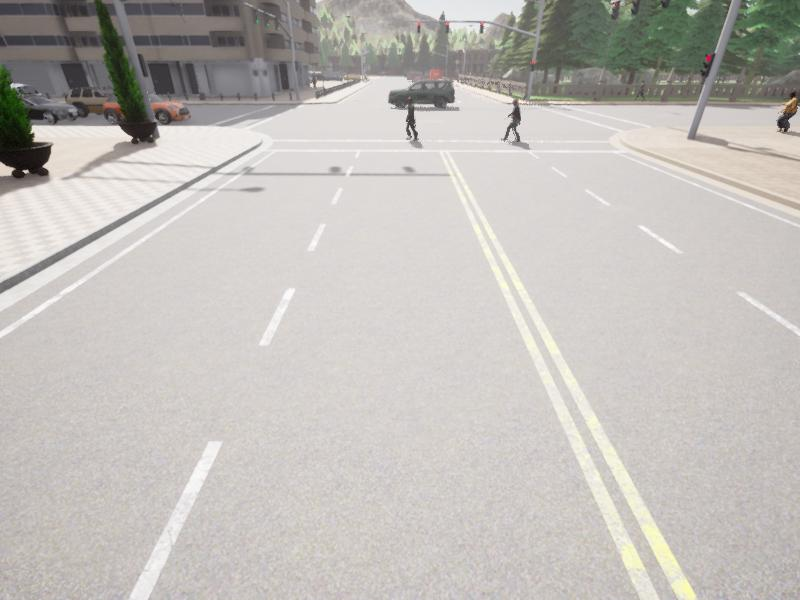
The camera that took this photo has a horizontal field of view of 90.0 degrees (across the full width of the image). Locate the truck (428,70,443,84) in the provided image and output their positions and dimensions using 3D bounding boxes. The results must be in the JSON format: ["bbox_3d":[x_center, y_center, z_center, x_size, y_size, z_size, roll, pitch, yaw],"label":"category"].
[{"bbox_3d":[7.240,-45.647,81.787,2.627,2.467,5.204,0,30,0],"label":"truck"}]

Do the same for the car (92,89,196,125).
[{"bbox_3d":[-15.243,-11.626,24.058,4.553,1.767,2.097,0,30,1],"label":"car"}]

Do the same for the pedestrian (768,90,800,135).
[{"bbox_3d":[18.450,-8.930,19.017,0.751,1.860,0.751,17,34,26],"label":"pedestrian"}]

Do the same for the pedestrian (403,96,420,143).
[{"bbox_3d":[0.512,-8.171,18.112,0.751,1.860,0.751,1,30,1],"label":"pedestrian"}]

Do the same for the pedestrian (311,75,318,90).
[{"bbox_3d":[-11.875,-30.202,55.579,0.751,1.860,0.751,-4,31,-7],"label":"pedestrian"}]

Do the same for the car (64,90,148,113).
[{"bbox_3d":[-22.154,-15.039,30.254,4.674,1.442,1.812,0,30,0],"label":"car"}]

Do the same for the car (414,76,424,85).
[{"bbox_3d":[3.726,-43.431,79.090,1.994,1.385,4.181,0,30,1],"label":"car"}]

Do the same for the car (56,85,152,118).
[{"bbox_3d":[-19.922,-13.453,27.107,4.605,1.855,1.932,0,30,0],"label":"car"}]

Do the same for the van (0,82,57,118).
[{"bbox_3d":[-26.711,-13.551,27.113,4.480,2.038,2.069,0,30,0],"label":"van"}]

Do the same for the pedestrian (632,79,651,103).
[{"bbox_3d":[21.691,-18.802,35.934,0.751,1.860,0.751,1,30,1],"label":"pedestrian"}]

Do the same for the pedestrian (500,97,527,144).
[{"bbox_3d":[5.036,-7.969,17.785,0.751,1.860,0.751,0,30,0],"label":"pedestrian"}]

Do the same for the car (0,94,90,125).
[{"bbox_3d":[-22.194,-11.539,24.192,4.902,1.511,2.128,0,30,0],"label":"car"}]

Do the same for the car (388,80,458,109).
[{"bbox_3d":[1.807,-16.944,32.975,5.566,2.045,2.150,0,30,0],"label":"car"}]
